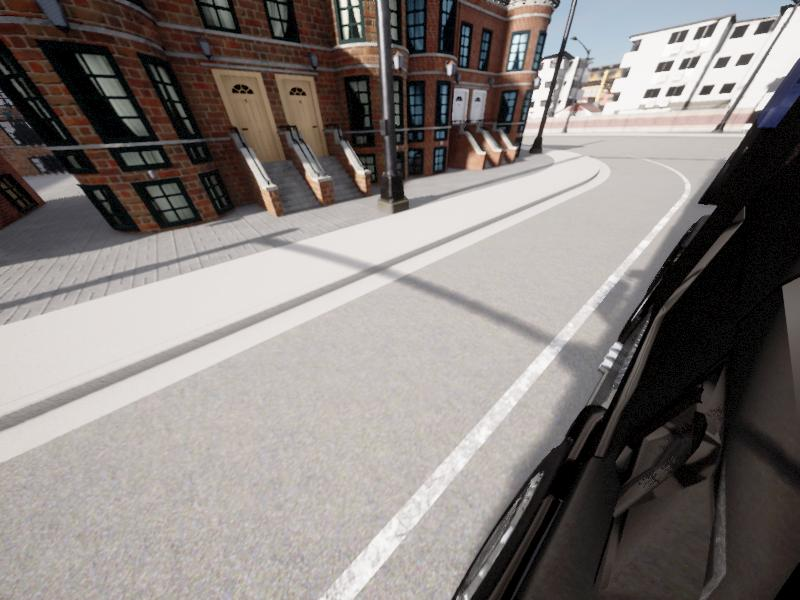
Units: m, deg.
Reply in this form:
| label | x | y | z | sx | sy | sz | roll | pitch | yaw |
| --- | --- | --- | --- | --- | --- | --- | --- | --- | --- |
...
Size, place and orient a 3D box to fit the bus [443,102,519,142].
| label | x | y | z | sx | sy | sz | roll | pitch | yaw |
| --- | --- | --- | --- | --- | --- | --- | --- | --- | --- |
| bus | 11.845 | -27.156 | 35.600 | 3.944 | 4.253 | 10.273 | -26 | 42 | -27 |

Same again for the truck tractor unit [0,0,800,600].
| label | x | y | z | sx | sy | sz | roll | pitch | yaw |
| --- | --- | --- | --- | --- | --- | --- | --- | --- | --- |
| truck tractor unit | 2.645 | -0.295 | 0.352 | 6.516 | 4.208 | 3.053 | -28 | 44 | -30 |

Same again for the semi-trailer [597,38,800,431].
| label | x | y | z | sx | sy | sz | roll | pitch | yaw |
| --- | --- | --- | --- | --- | --- | --- | --- | --- | --- |
| semi-trailer | 8.716 | -3.594 | 4.209 | 14.254 | 4.402 | 2.717 | -28 | 44 | -30 |
